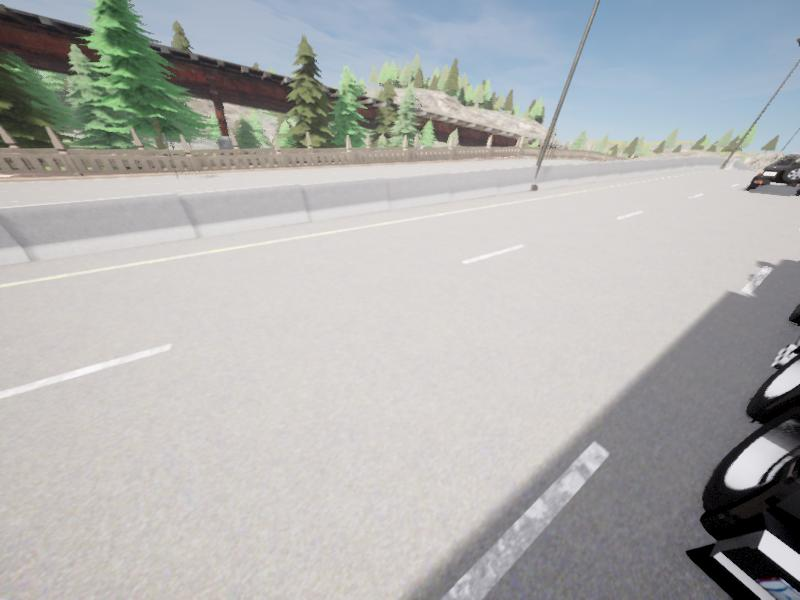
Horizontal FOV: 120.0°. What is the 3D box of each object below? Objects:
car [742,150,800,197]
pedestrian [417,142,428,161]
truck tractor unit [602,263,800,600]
[{"bbox_3d":[21.518,-6.994,12.605,4.605,1.855,1.932,-18,39,-24],"label":"car"},{"bbox_3d":[2.627,-17.425,27.143,0.751,1.860,0.751,-12,36,-28],"label":"pedestrian"},{"bbox_3d":[5.110,-0.302,0.782,6.516,4.208,3.053,-18,39,-24],"label":"truck tractor unit"}]
